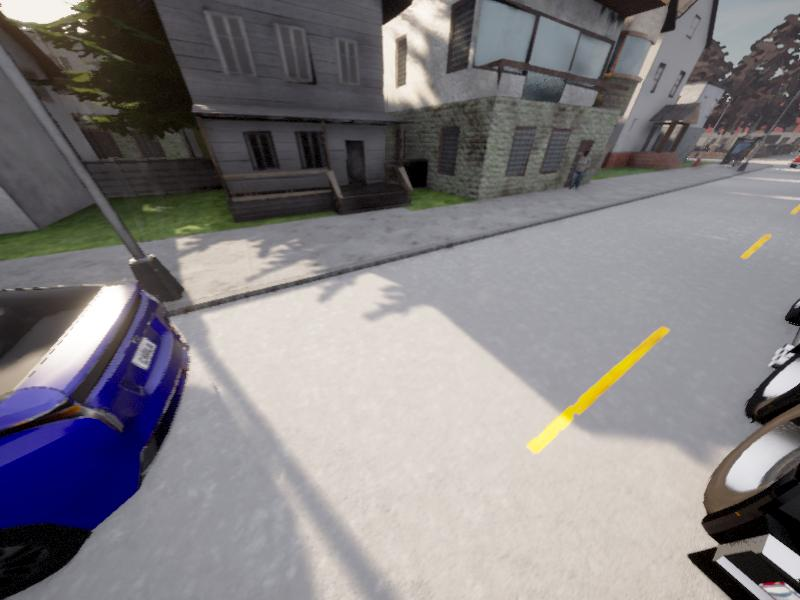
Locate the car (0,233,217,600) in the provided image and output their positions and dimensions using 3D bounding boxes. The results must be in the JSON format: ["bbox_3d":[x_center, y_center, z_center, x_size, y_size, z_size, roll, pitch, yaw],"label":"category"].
[{"bbox_3d":[-3.899,1.118,1.028,4.514,1.525,2.007,-18,39,-25],"label":"car"}]

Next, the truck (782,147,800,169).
[{"bbox_3d":[42.619,-14.722,23.426,5.204,2.467,2.627,-17,39,-25],"label":"truck"}]

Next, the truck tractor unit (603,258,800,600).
[{"bbox_3d":[5.103,-0.307,0.798,6.516,4.208,3.053,-19,39,-25],"label":"truck tractor unit"}]

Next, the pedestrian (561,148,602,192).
[{"bbox_3d":[9.099,-6.543,11.647,0.751,1.860,0.751,-19,39,-25],"label":"pedestrian"}]

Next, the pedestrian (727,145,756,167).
[{"bbox_3d":[35.002,-14.773,23.708,0.751,1.860,0.751,-15,38,-21],"label":"pedestrian"}]
